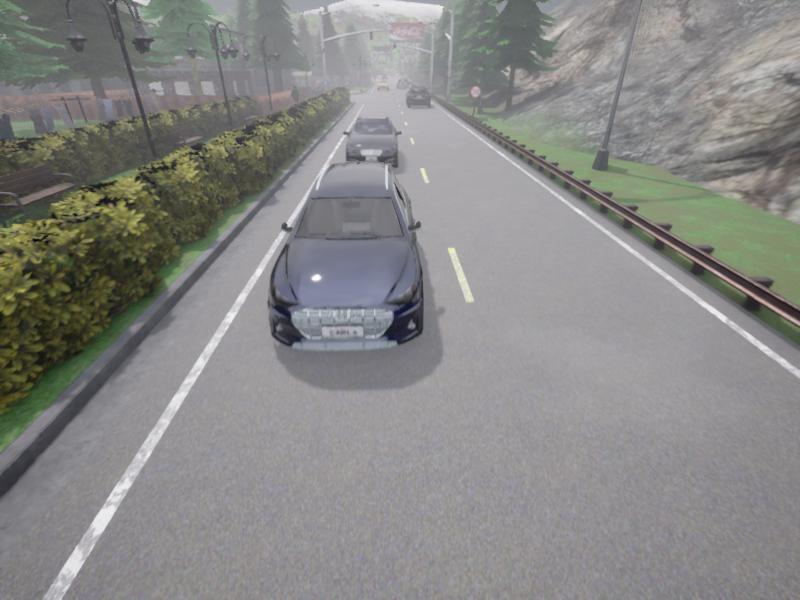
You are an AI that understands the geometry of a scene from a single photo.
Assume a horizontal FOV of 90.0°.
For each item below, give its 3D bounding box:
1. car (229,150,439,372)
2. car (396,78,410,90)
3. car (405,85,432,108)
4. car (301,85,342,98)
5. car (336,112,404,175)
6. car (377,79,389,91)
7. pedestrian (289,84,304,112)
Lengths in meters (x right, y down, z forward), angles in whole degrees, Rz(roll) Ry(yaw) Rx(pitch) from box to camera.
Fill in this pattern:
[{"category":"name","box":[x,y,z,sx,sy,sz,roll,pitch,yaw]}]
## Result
[{"category":"car","box":[-0.710,-1.097,6.395,2.033,1.649,4.856,-1,30,-2]},{"category":"car","box":[0.516,-39.160,72.435,2.242,1.667,4.611,-1,30,-1]},{"category":"car","box":[1.698,-19.439,38.129,2.242,1.667,4.611,-1,30,-1]},{"category":"car","box":[-9.975,-26.682,51.160,4.892,1.490,1.837,0,30,0]},{"category":"car","box":[-1.008,-6.059,15.112,2.128,1.511,4.902,-1,30,-1]},{"category":"car","box":[-2.759,-35.464,65.849,1.801,1.575,5.366,-1,30,-1]},{"category":"pedestrian","box":[-8.105,-15.800,31.282,0.751,1.860,0.751,0,30,0]}]
